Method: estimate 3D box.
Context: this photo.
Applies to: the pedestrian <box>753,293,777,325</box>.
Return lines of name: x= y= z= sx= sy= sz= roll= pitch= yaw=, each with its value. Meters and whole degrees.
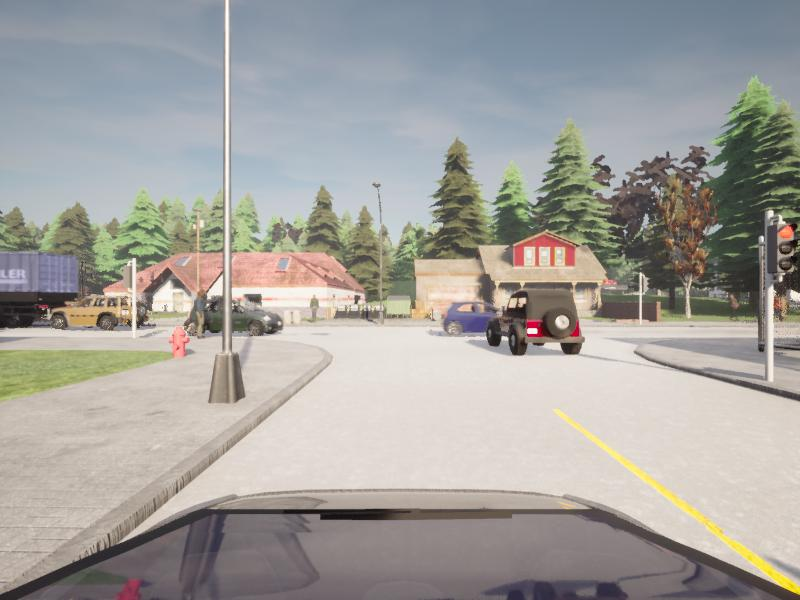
pedestrian: x=22.077 y=0.533 z=24.195 sx=0.751 sy=1.860 sz=0.751 roll=0 pitch=0 yaw=6

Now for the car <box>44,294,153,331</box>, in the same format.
car: x=-15.943 y=0.651 z=21.256 sx=4.605 sy=1.855 sz=1.932 roll=0 pitch=0 yaw=9

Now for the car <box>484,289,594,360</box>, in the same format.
car: x=4.093 y=0.646 z=12.521 sx=1.905 sy=1.878 sz=3.866 roll=0 pitch=0 yaw=-4

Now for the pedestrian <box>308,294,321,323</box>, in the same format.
pedestrian: x=-5.507 y=0.533 z=25.747 sx=0.751 sy=1.860 sz=0.751 roll=0 pitch=0 yaw=-13

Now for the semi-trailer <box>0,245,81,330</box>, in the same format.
semi-trailer: x=-25.817 y=-0.619 z=22.269 sx=14.254 sy=4.402 sz=2.717 roll=0 pitch=0 yaw=2

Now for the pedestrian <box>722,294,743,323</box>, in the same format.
pedestrian: x=21.937 y=0.533 z=26.376 sx=0.751 sy=1.860 sz=0.751 roll=0 pitch=0 yaw=2

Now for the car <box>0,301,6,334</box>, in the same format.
car: x=-21.130 y=0.828 z=18.173 sx=4.514 sy=1.525 sz=2.007 roll=0 pitch=0 yaw=1

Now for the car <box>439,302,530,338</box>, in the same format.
car: x=3.624 y=0.828 z=17.629 sx=3.633 sy=1.501 sz=1.845 roll=0 pitch=0 yaw=1

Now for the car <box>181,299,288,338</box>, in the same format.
car: x=-7.255 y=0.789 z=17.739 sx=3.988 sy=1.617 sz=1.851 roll=0 pitch=0 yaw=6

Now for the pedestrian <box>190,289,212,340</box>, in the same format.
pedestrian: x=-7.594 y=0.534 z=15.250 sx=0.751 sy=1.860 sz=0.751 roll=0 pitch=0 yaw=-28
